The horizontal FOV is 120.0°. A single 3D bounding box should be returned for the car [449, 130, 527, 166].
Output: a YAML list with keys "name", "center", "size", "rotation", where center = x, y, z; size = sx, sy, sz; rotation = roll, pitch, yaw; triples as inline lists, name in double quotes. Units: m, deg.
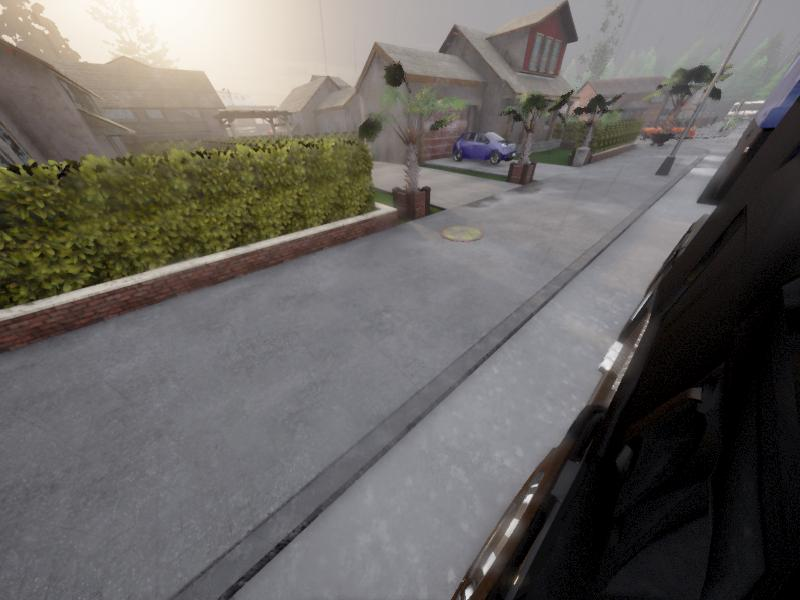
- name: "car"
  center: [4.977, -8.956, 13.509]
  size: [1.845, 1.501, 3.633]
  rotation: [-30, 45, -32]

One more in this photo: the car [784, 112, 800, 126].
- name: "car"
  center: [64.132, -28.993, 36.906]
  size: [4.553, 1.767, 2.097]
  rotation: [-28, 44, -30]

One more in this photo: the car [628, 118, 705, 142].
- name: "car"
  center: [27.264, -17.502, 23.842]
  size: [2.097, 1.767, 4.553]
  rotation: [-24, 42, -26]

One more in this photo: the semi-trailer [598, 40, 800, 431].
- name: "semi-trailer"
  center: [8.693, -3.610, 4.232]
  size: [14.254, 4.402, 2.717]
  rotation: [-28, 44, -30]

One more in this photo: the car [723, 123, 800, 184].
- name: "car"
  center: [16.096, -6.405, 9.852]
  size: [5.238, 1.638, 1.930]
  rotation: [-28, 44, -30]

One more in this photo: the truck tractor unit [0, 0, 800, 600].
- name: "truck tractor unit"
  center: [2.645, -0.295, 0.351]
  size: [6.516, 4.208, 3.053]
  rotation: [-28, 44, -30]
